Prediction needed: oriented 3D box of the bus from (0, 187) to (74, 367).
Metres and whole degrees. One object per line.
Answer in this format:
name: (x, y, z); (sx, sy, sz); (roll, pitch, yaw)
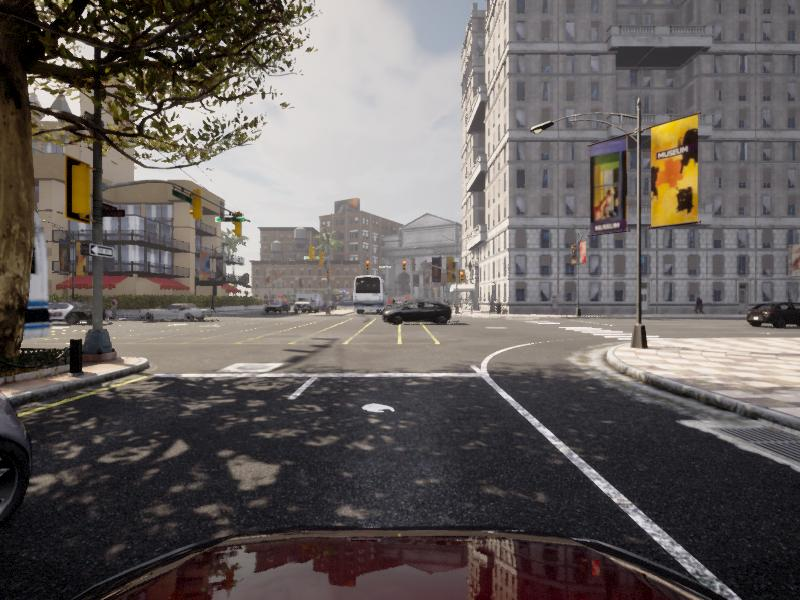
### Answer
bus: (-11.597, -0.537, 6.407); (3.944, 4.253, 10.273); (0, 0, 3)

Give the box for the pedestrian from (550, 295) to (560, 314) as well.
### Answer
pedestrian: (15.323, 0.479, 39.613); (0.751, 1.860, 0.751); (0, 0, 0)

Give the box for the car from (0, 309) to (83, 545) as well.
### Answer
car: (-3.492, 0.826, 1.425); (1.845, 1.501, 3.633); (0, 0, 0)

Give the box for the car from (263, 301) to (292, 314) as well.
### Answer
car: (-15.001, 0.888, 49.342); (2.033, 1.411, 5.357); (0, 0, 0)

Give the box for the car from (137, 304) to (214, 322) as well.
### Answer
car: (-16.639, 0.939, 29.798); (4.718, 1.301, 1.895); (0, 0, 0)

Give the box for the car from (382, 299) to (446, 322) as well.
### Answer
car: (0.975, 0.753, 29.895); (4.611, 1.667, 2.242); (0, 0, 0)

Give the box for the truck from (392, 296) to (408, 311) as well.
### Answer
truck: (0.000, 0.534, 59.649); (2.390, 2.098, 6.274); (0, 0, 0)

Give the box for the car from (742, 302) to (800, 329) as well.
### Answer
car: (22.546, 0.851, 23.029); (4.193, 1.474, 1.816); (0, 0, 0)

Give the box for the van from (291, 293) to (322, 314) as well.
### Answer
van: (-11.502, 0.371, 49.802); (2.351, 2.431, 6.366); (0, 0, 0)

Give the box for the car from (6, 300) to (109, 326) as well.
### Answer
car: (-22.380, 0.818, 26.265); (4.974, 1.542, 2.038); (0, 0, 0)

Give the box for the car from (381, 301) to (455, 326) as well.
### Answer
car: (1.103, 0.825, 26.016); (4.514, 1.525, 2.007); (0, 0, -6)

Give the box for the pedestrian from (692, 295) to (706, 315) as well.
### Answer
pedestrian: (27.940, 0.480, 37.369); (0.751, 1.860, 0.751); (0, 0, -5)

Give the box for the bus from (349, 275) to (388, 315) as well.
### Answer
bus: (-3.622, -0.541, 48.601); (3.944, 4.253, 10.273); (0, 0, 0)
